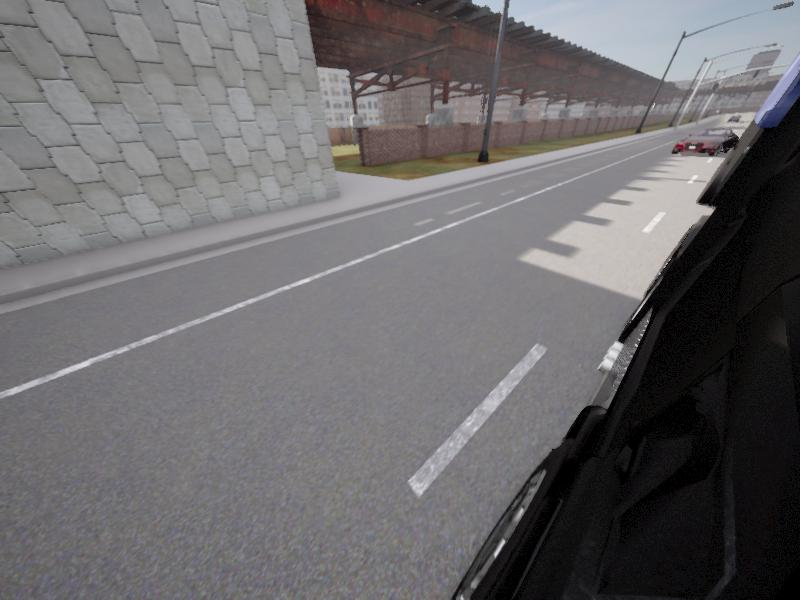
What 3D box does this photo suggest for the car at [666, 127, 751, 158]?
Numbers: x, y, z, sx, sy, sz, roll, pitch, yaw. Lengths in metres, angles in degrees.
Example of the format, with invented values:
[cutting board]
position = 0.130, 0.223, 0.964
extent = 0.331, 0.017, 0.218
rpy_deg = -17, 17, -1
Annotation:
[car]
position = 19.953, -10.270, 14.990
extent = 4.181, 1.385, 1.994
rpy_deg = -20, 40, -21

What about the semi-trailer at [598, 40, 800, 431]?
[semi-trailer]
position = 8.695, -3.605, 4.235
extent = 14.254, 4.402, 2.717
rpy_deg = -28, 44, -30

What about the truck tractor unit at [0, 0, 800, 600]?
[truck tractor unit]
position = 2.645, -0.295, 0.351
extent = 6.516, 4.208, 3.053
rpy_deg = -28, 44, -30
